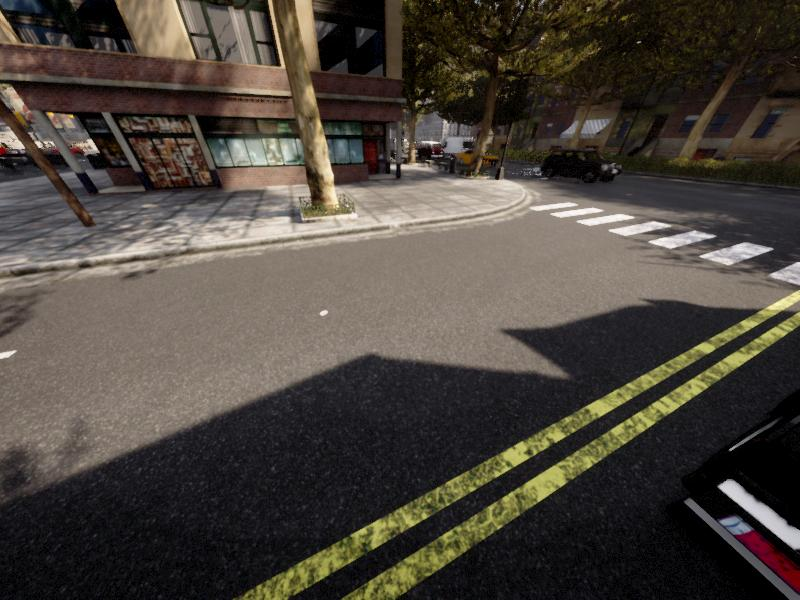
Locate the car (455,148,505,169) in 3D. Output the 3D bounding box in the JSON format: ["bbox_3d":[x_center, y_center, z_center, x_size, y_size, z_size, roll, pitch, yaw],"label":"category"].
[{"bbox_3d":[7.932,-14.473,23.497,1.882,1.535,5.008,-13,37,-18],"label":"car"}]

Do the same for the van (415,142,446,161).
[{"bbox_3d":[4.025,-20.267,31.354,2.069,2.038,4.480,-13,36,-18],"label":"van"}]

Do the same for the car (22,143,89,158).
[{"bbox_3d":[-48.365,-21.183,32.600,2.242,1.667,4.611,3,35,4],"label":"car"}]

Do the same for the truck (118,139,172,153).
[{"bbox_3d":[-48.750,-29.702,44.454,6.274,2.098,2.390,-13,37,-18],"label":"truck"}]

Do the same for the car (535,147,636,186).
[{"bbox_3d":[11.879,-8.968,15.326,1.932,1.855,4.605,-13,36,-18],"label":"car"}]

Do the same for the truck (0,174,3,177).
[{"bbox_3d":[-27.913,-7.622,12.903,2.390,2.098,6.274,-13,37,-18],"label":"truck"}]

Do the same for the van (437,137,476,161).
[{"bbox_3d":[7.571,-20.789,31.687,1.988,2.561,5.915,-13,37,-18],"label":"van"}]

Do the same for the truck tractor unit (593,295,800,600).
[{"bbox_3d":[5.233,-0.156,0.574,6.516,4.208,3.053,-13,37,-17],"label":"truck tractor unit"}]

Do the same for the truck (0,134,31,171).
[{"bbox_3d":[-34.330,-11.587,18.236,2.627,2.467,5.204,-13,37,-18],"label":"truck"}]

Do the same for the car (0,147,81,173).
[{"bbox_3d":[-31.255,-12.178,19.936,2.128,1.511,4.902,-13,37,-18],"label":"car"}]
